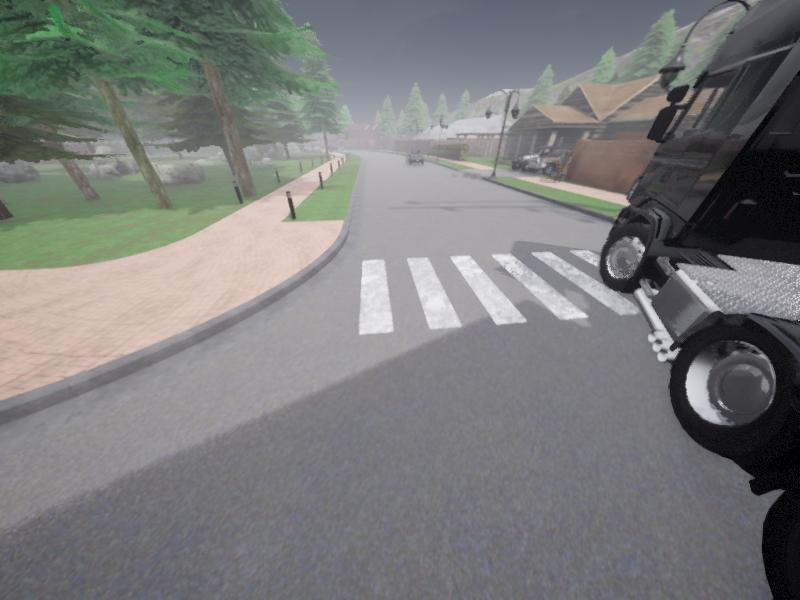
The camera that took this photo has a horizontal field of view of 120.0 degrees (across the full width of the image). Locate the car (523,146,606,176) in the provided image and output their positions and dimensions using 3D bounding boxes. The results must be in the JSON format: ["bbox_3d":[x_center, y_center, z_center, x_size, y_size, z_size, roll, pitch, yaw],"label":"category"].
[{"bbox_3d":[12.515,-10.750,17.840,4.605,1.855,1.932,-4,35,-6],"label":"car"}]

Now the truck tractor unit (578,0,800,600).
[{"bbox_3d":[4.277,-0.739,1.425,3.053,4.208,6.516,16,38,21],"label":"truck tractor unit"}]

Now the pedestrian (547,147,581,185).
[{"bbox_3d":[9.592,-7.876,13.599,0.751,1.860,0.751,-3,35,-4],"label":"pedestrian"}]

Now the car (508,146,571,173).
[{"bbox_3d":[11.835,-12.138,19.861,3.866,1.878,1.905,-4,35,-6],"label":"car"}]

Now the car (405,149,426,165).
[{"bbox_3d":[1.761,-17.176,27.694,1.845,1.501,3.633,-4,35,-5],"label":"car"}]
